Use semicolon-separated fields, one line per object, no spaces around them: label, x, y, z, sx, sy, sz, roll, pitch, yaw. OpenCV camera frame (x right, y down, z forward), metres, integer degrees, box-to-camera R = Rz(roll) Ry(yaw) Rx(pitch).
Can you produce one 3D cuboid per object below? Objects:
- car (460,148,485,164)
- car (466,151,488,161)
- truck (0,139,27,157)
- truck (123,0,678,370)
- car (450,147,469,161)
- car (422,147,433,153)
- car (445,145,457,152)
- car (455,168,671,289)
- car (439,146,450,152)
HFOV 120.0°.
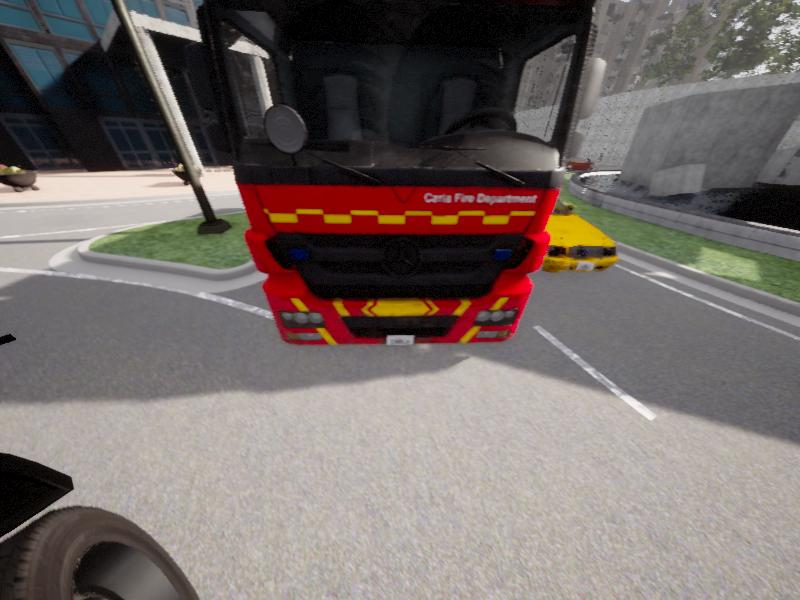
car;10.484;-21.179;33.849;1.932;1.855;4.605;0;33;-2
car;13.473;-25.510;40.821;1.895;1.301;4.718;-2;34;-5
truck;-57.099;-20.833;31.664;2.390;2.098;6.274;-5;34;-9
truck;-0.126;-3.131;5.253;2.891;3.827;8.468;0;34;-2
car;10.072;-25.063;39.522;1.905;1.878;3.866;-2;34;-5
car;8.327;-46.479;71.356;2.033;1.411;5.357;-4;35;-7
car;17.434;-52.512;79.934;2.150;2.045;5.566;-4;34;-7
car;3.231;-2.406;6.291;1.801;1.575;5.366;-1;34;-4
car;14.542;-49.872;76.301;2.242;1.667;4.611;-4;35;-7
